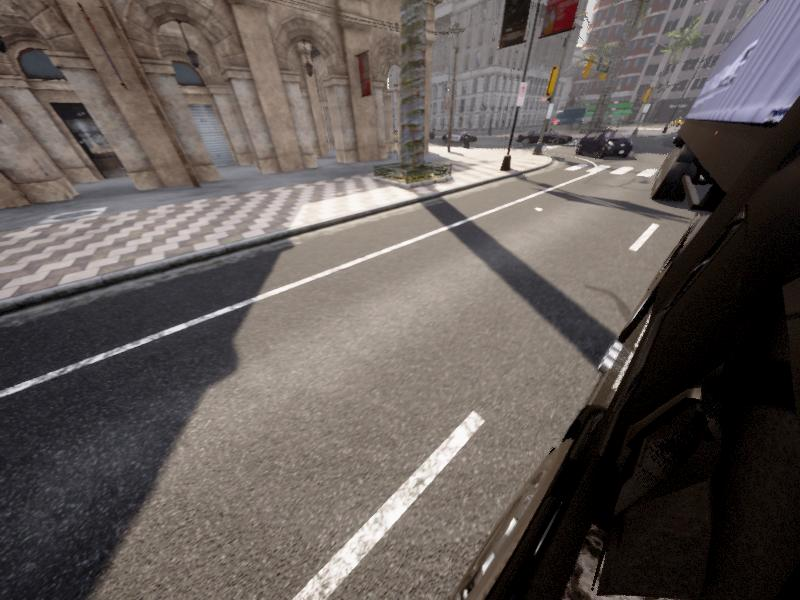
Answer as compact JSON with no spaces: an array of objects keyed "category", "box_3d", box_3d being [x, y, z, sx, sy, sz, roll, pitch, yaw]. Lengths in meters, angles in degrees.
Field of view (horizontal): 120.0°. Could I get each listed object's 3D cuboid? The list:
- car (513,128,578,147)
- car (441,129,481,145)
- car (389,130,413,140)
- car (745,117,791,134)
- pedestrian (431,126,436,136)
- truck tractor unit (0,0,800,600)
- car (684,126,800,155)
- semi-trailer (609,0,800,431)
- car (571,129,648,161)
[{"category":"car","box_3d":[15.264,-17.319,24.619,2.033,1.411,5.357,-29,44,-31]},{"category":"car","box_3d":[8.204,-22.229,31.463,2.038,1.542,4.974,-28,44,-30]},{"category":"car","box_3d":[0.142,-34.423,48.146,1.801,1.575,5.366,-28,44,-30]},{"category":"car","box_3d":[42.974,-20.486,27.098,4.792,1.488,2.163,-30,45,-31]},{"category":"pedestrian","box_3d":[7.352,-37.265,50.969,0.751,1.860,0.751,-24,42,-26]},{"category":"truck tractor unit","box_3d":[2.645,-0.295,0.351,6.516,4.208,3.053,-28,44,-30]},{"category":"car","box_3d":[22.805,-10.959,15.719,1.994,1.385,4.181,1,37,5]},{"category":"semi-trailer","box_3d":[8.123,-3.948,4.717,2.717,4.402,14.254,28,46,33]},{"category":"car","box_3d":[13.674,-10.409,15.402,1.845,1.501,3.633,1,37,4]}]
